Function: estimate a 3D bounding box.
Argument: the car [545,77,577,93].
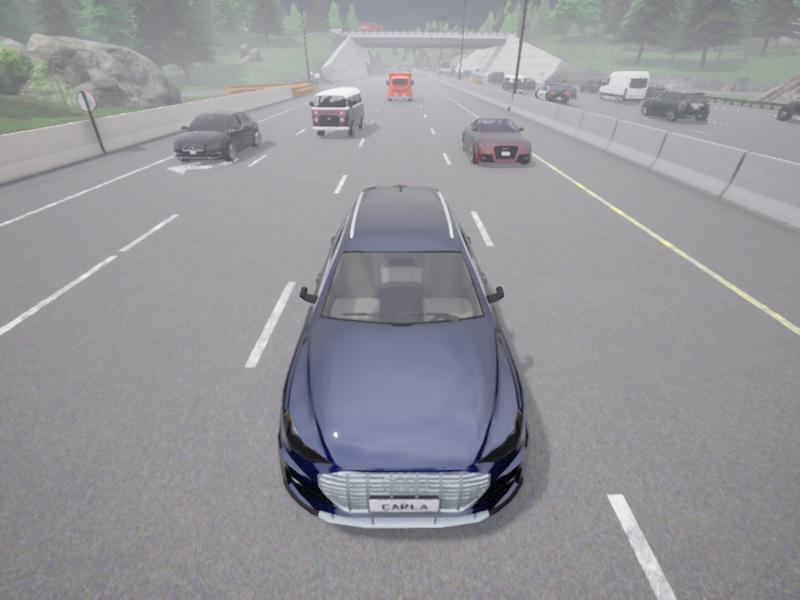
[{"bbox_3d":[21.021,-28.257,52.553,2.242,1.667,4.611,0,30,0],"label":"car"}]

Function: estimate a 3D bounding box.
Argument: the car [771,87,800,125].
[{"bbox_3d":[24.511,-11.227,23.277,1.905,1.878,3.866,0,30,0],"label":"car"}]

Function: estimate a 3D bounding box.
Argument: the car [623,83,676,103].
[{"bbox_3d":[24.513,-20.579,39.612,2.128,1.511,4.902,0,30,0],"label":"car"}]

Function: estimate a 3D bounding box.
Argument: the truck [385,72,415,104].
[{"bbox_3d":[0.017,-20.412,38.365,2.627,2.467,5.204,0,30,0],"label":"truck"}]

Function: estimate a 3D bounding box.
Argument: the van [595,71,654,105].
[{"bbox_3d":[21.020,-20.169,37.896,1.988,2.561,5.915,0,31,0],"label":"van"}]

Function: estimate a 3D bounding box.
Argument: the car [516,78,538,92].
[{"bbox_3d":[17.519,-29.765,55.237,1.789,1.549,3.705,0,30,0],"label":"car"}]

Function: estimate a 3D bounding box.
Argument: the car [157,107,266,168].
[{"bbox_3d":[-6.930,-6.405,15.428,1.837,1.490,4.892,0,30,1],"label":"car"}]

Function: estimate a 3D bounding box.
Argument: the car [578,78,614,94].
[{"bbox_3d":[24.518,-26.934,50.300,2.242,1.667,4.611,0,31,0],"label":"car"}]

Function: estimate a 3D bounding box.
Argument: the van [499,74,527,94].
[{"bbox_3d":[14.017,-26.956,49.963,2.069,2.038,4.480,0,30,0],"label":"van"}]

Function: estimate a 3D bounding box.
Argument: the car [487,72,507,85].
[{"bbox_3d":[17.525,-40.207,72.567,2.150,2.045,5.566,0,30,0],"label":"car"}]

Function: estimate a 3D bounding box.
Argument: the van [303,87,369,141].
[{"bbox_3d":[-3.005,-9.399,20.002,2.069,2.038,4.480,3,30,5],"label":"van"}]

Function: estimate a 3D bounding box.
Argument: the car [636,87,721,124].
[{"bbox_3d":[17.510,-12.479,25.507,2.097,1.767,4.553,0,30,0],"label":"car"}]

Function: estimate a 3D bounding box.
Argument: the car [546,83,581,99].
[{"bbox_3d":[17.516,-22.584,43.170,1.994,1.385,4.181,0,30,0],"label":"car"}]

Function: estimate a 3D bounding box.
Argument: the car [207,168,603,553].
[{"bbox_3d":[0.016,-0.115,4.568,2.033,1.649,4.856,0,30,0],"label":"car"}]

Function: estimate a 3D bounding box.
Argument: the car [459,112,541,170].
[{"bbox_3d":[3.507,-6.011,14.886,1.994,1.385,4.181,0,30,0],"label":"car"}]

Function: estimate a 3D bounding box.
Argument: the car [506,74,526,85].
[{"bbox_3d":[21.025,-40.113,72.828,2.152,1.651,5.027,0,30,0],"label":"car"}]

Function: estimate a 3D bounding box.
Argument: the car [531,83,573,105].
[{"bbox_3d":[14.014,-19.192,37.228,2.038,1.542,4.974,0,31,0],"label":"car"}]

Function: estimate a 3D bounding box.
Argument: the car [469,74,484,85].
[{"bbox_3d":[14.024,-40.727,73.914,1.801,1.575,5.366,0,30,0],"label":"car"}]
